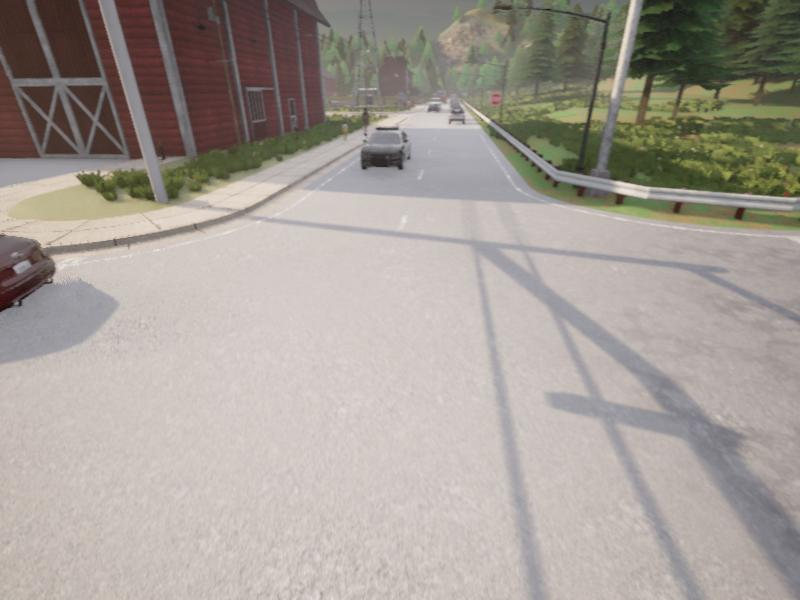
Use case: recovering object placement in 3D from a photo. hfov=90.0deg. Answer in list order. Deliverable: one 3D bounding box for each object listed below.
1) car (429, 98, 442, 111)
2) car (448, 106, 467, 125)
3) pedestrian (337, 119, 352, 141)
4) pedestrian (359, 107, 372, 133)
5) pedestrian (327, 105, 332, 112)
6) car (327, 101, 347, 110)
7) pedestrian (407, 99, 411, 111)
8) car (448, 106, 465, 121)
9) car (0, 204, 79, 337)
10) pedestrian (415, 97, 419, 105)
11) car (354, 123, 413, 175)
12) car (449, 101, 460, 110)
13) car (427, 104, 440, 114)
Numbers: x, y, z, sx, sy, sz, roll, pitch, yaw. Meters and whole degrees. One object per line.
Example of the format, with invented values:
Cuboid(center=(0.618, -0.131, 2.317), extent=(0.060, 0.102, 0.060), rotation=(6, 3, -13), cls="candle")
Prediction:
Cuboid(center=(6.716, -36.605, 74.767), extent=(2.150, 2.045, 5.566), rotation=(3, 28, 6), cls="car")
Cuboid(center=(6.062, -19.687, 42.640), extent=(1.851, 1.617, 3.988), rotation=(3, 28, 6), cls="car")
Cuboid(center=(-3.698, -11.337, 26.685), extent=(0.751, 1.300, 0.751), rotation=(2, 28, 5), cls="pedestrian")
Cuboid(center=(-2.723, -14.318, 31.804), extent=(0.751, 1.860, 0.751), rotation=(4, 28, 9), cls="pedestrian")
Cuboid(center=(-11.975, -32.603, 68.055), extent=(0.500, 1.100, 0.500), rotation=(14, 31, 26), cls="pedestrian")
Cuboid(center=(-13.384, -41.491, 85.282), extent=(1.970, 1.475, 3.806), rotation=(22, 35, 36), cls="car")
Cuboid(center=(1.528, -32.771, 67.289), extent=(0.751, 1.860, 0.751), rotation=(0, 27, 1), cls="pedestrian")
Cuboid(center=(6.828, -22.693, 48.596), extent=(1.812, 1.442, 4.674), rotation=(3, 28, 6), cls="car")
Cuboid(center=(-7.807, -0.358, 5.856), extent=(4.181, 1.385, 1.994), rotation=(-5, 28, -9), cls="car")
Cuboid(center=(4.290, -50.761, 101.912), extent=(0.751, 1.860, 0.751), rotation=(10, 29, 19), cls="pedestrian")
Cuboid(center=(-0.591, -7.148, 18.563), extent=(1.930, 1.638, 5.238), rotation=(3, 28, 6), cls="car")
Cuboid(center=(10.341, -36.739, 75.660), extent=(1.994, 1.385, 4.181), rotation=(3, 28, 6), cls="car")
Cuboid(center=(5.495, -31.371, 65.512), extent=(1.895, 1.301, 4.718), rotation=(3, 28, 6), cls="car")
